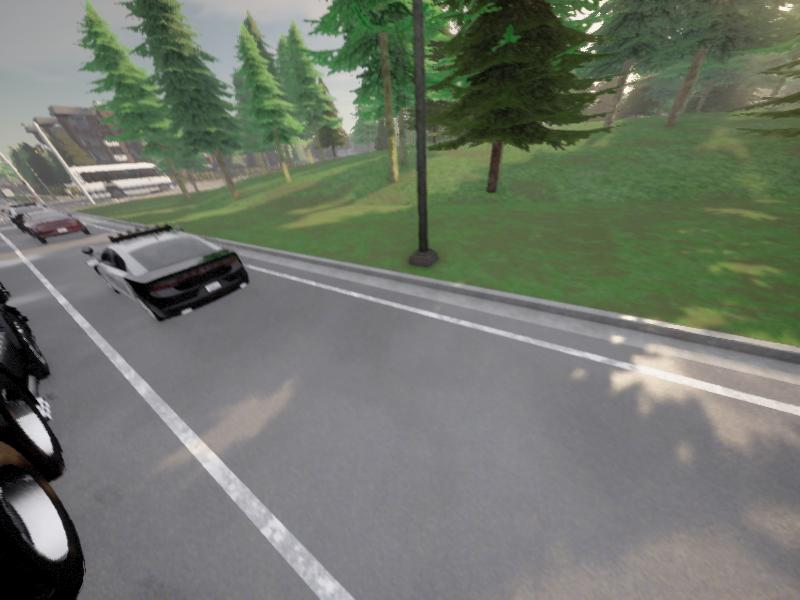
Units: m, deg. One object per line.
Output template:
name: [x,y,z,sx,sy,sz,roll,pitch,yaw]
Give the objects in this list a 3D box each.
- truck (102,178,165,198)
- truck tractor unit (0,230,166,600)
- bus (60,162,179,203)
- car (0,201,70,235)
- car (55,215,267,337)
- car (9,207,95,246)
truck: [-44.165,-18.760,38.537,2.390,2.098,6.274,14,37,27]
truck tractor unit: [-5.156,-0.053,1.272,6.516,4.208,3.053,7,23,33]
bus: [-41.989,-18.263,35.452,3.944,4.253,10.273,14,37,27]
car: [-26.317,-6.011,16.541,5.238,1.638,1.930,14,37,27]
car: [-6.177,-0.995,5.933,5.238,1.638,1.930,14,37,27]
car: [-19.944,-4.338,13.235,4.674,1.442,1.812,14,37,27]
